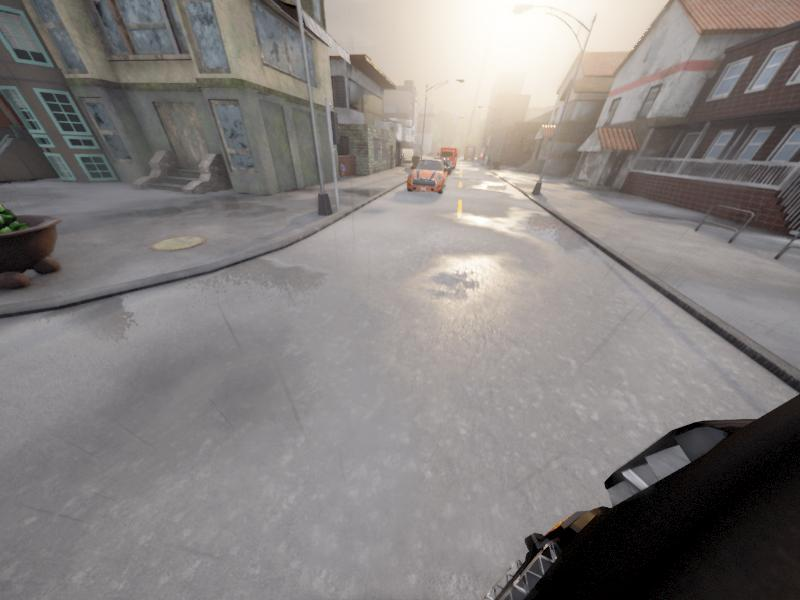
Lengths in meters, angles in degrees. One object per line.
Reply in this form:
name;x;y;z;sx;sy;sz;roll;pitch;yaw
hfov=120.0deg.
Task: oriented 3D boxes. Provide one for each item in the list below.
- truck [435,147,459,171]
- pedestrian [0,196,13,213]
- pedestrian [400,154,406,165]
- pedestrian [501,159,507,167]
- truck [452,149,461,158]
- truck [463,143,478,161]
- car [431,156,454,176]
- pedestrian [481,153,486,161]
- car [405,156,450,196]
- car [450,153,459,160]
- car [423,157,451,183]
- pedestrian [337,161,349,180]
truck;6.469;-19.314;31.457;2.627;2.467;5.204;9;34;9
pedestrian;-11.994;-3.294;6.147;0.751;1.860;0.751;9;34;9
pedestrian;0.398;-20.049;32.964;0.751;1.300;0.751;4;33;2
pedestrian;17.809;-23.456;39.613;0.500;1.100;0.500;8;34;7
truck;19.567;-50.834;80.169;2.627;2.467;5.204;9;34;9
truck;19.795;-41.861;65.373;2.891;3.827;8.468;9;34;9
car;4.749;-14.835;25.405;2.038;1.542;4.974;9;34;9
pedestrian;22.856;-39.194;63.129;0.751;1.860;0.751;18;36;22
car;1.823;-7.881;14.417;2.097;1.767;4.553;9;34;9
car;14.598;-38.491;62.075;2.033;1.411;5.357;9;34;9
car;3.263;-11.290;19.857;1.851;1.617;3.988;9;34;9
pedestrian;-3.911;-8.897;15.911;0.500;1.100;0.500;11;34;12
